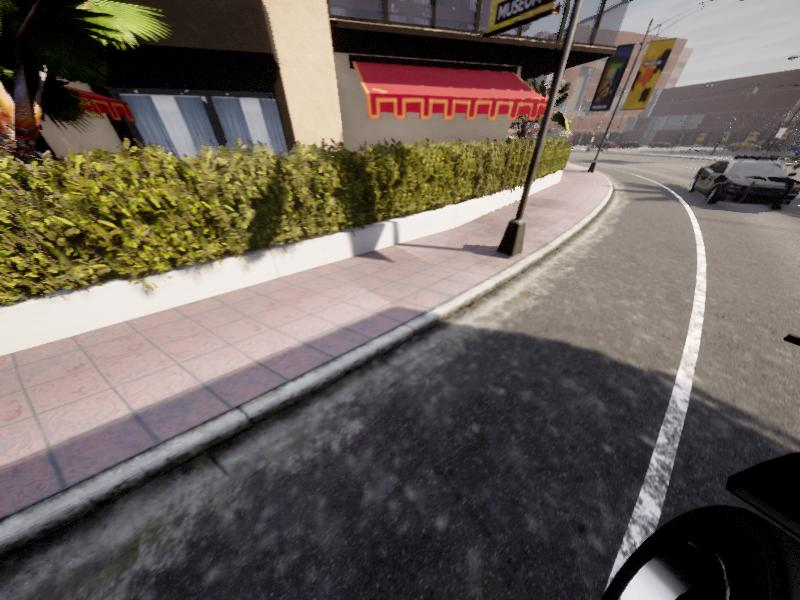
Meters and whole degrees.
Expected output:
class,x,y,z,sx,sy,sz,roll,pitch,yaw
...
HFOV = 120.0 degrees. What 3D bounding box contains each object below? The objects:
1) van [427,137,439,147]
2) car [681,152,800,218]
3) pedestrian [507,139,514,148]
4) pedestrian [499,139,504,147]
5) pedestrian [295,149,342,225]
class,x,y,z,sx,sy,sz,roll,pitch,yaw
van,11.642,-55.669,81.370,1.988,2.561,5.915,-9,36,-13
car,14.092,-4.990,9.521,1.930,1.638,5.238,22,41,29
pedestrian,29.174,-41.341,60.957,0.751,1.860,0.751,-9,36,-12
pedestrian,28.260,-43.654,64.283,0.751,1.860,0.751,-6,35,-8
pedestrian,-2.359,-3.328,6.827,0.751,1.860,0.751,-25,42,-31
